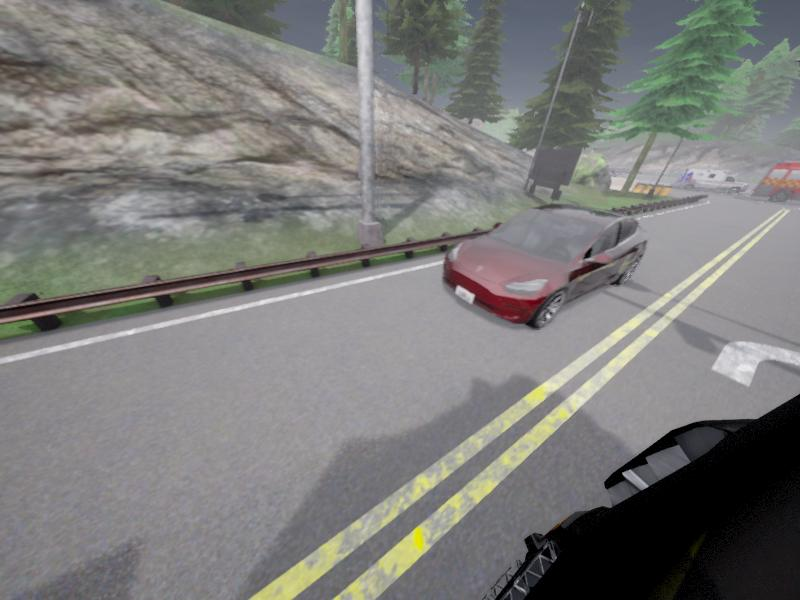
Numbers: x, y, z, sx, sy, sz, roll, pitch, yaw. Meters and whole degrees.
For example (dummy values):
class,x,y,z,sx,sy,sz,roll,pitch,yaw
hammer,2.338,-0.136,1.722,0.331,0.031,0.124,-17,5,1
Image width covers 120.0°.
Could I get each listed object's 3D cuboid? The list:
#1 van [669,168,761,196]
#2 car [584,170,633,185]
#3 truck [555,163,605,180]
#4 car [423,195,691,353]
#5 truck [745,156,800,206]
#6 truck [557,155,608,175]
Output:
class,x,y,z,sx,sy,sz,roll,pitch,yaw
van,40.068,-15.325,29.734,2.351,2.431,6.366,-17,38,-28
car,31.714,-18.810,35.281,2.128,1.511,4.902,-17,38,-29
truck,31.688,-22.762,40.907,2.390,2.098,6.274,-17,38,-28
car,3.102,-1.022,4.608,4.792,1.488,2.163,-16,37,-27
truck,38.635,-10.112,20.167,2.891,3.827,8.468,-17,38,-28
truck,44.570,-33.252,56.836,2.891,3.827,8.468,-17,37,-28
